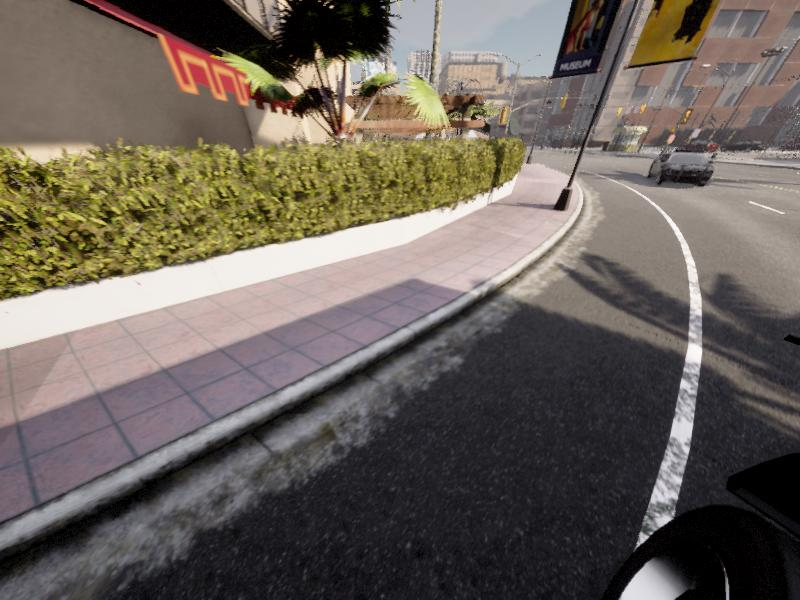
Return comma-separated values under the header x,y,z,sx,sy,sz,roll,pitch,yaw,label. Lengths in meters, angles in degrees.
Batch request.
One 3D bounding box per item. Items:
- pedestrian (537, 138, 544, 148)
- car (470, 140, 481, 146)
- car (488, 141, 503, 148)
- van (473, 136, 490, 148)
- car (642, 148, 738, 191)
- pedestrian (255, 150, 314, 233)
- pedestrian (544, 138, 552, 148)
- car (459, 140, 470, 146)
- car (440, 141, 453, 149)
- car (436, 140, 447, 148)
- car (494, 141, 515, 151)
x,y,z,sx,sy,sz,roll,pitch,yaw,label
33.269,-37.268,54.818,0.751,1.860,0.751,1,35,2,pedestrian
24.948,-51.973,76.432,2.033,1.649,4.856,-2,35,-2,car
25.671,-42.010,62.356,2.007,1.525,4.514,-2,35,-2,car
22.122,-43.086,62.957,1.988,2.561,5.915,-2,35,-2,van
15.962,-7.600,13.161,1.930,1.638,5.238,20,40,27,car
-3.022,-2.877,6.167,0.751,1.860,0.751,-26,42,-32,pedestrian
32.963,-34.827,51.335,0.751,1.860,0.751,-1,35,0,pedestrian
21.425,-52.202,76.902,2.242,1.667,4.611,-2,35,-1,car
12.310,-41.268,61.401,2.097,1.535,5.008,-2,35,-2,car
11.901,-45.046,66.585,2.185,1.767,4.553,-2,35,-2,car
22.791,-33.696,50.591,2.152,1.651,5.027,-2,35,-2,car
